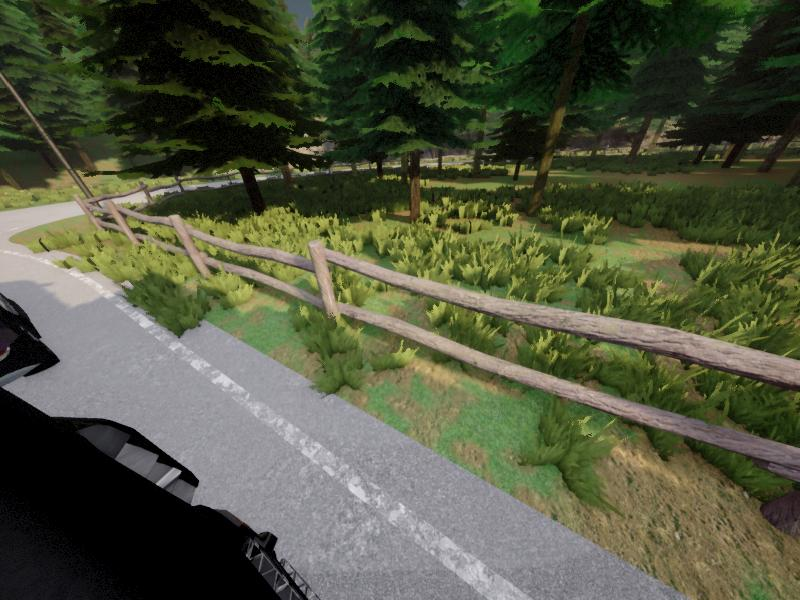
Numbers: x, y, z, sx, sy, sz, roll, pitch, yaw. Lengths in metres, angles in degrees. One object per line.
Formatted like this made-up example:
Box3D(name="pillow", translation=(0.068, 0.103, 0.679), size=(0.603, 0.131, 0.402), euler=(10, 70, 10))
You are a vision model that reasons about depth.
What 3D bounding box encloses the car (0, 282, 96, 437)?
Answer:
Box3D(name="car", translation=(-6.247, 0.281, 2.536), size=(4.856, 1.649, 2.033), euler=(14, 37, 24))
